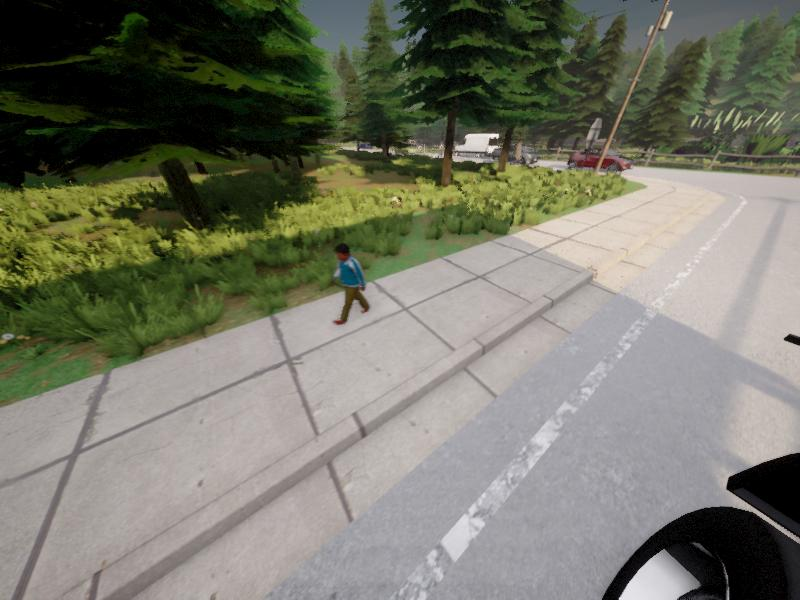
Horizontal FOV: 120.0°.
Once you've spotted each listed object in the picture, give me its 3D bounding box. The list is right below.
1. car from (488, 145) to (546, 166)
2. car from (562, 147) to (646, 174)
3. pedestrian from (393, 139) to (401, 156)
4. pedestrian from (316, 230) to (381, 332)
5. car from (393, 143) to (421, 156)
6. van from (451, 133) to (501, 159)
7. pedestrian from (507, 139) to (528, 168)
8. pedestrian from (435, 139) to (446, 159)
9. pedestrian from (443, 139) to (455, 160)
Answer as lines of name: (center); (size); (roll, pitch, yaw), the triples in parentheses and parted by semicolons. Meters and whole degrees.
car: (11.308, -14.332, 22.769); (2.007, 1.525, 4.514); (-20, 40, -26)
car: (15.338, -10.732, 17.674); (1.816, 1.474, 4.193); (-20, 40, -25)
pedestrian: (-0.429, -20.529, 31.071); (0.751, 1.860, 0.751); (-17, 39, -22)
pedestrian: (-0.625, -0.239, 2.992); (0.500, 1.100, 0.500); (-28, 44, -34)
car: (1.047, -23.110, 35.318); (2.007, 1.525, 4.514); (-22, 40, -27)
van: (9.590, -19.875, 29.775); (1.988, 2.561, 5.915); (-21, 40, -27)
pedestrian: (9.349, -11.670, 18.411); (0.751, 1.860, 0.751); (-26, 43, -32)
pedestrian: (4.511, -16.733, 25.636); (0.751, 1.860, 0.751); (-22, 40, -27)
pedestrian: (5.173, -16.037, 24.640); (0.751, 1.860, 0.751); (-16, 38, -21)
